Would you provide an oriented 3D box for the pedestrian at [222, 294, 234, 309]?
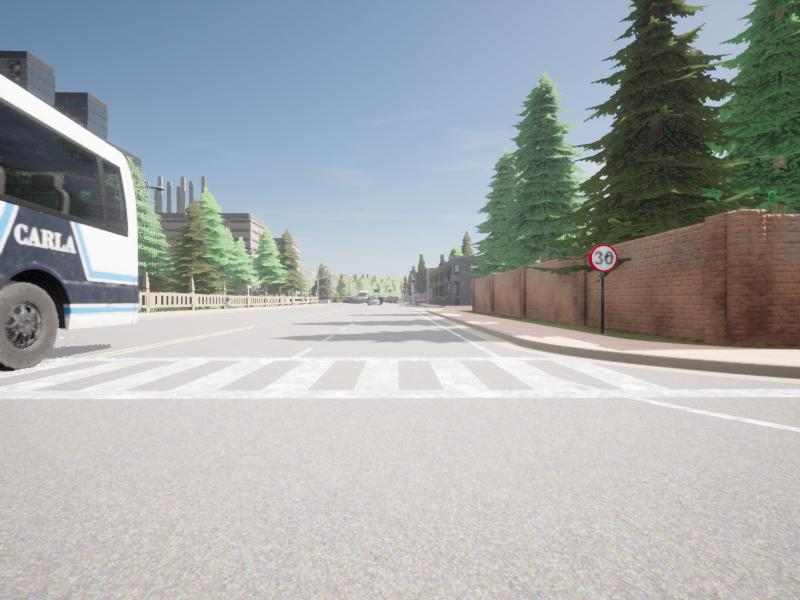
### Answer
[{"bbox_3d":[-15.202,0.165,35.350,0.751,1.300,0.751,0,0,-3],"label":"pedestrian"}]

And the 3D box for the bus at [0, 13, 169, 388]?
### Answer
[{"bbox_3d":[-6.381,-1.130,3.359,3.944,4.253,10.273,0,-1,-7],"label":"bus"}]

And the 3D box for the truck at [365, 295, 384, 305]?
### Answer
[{"bbox_3d":[-5.664,-0.060,88.652,2.390,2.098,6.274,0,0,-20],"label":"truck"}]
